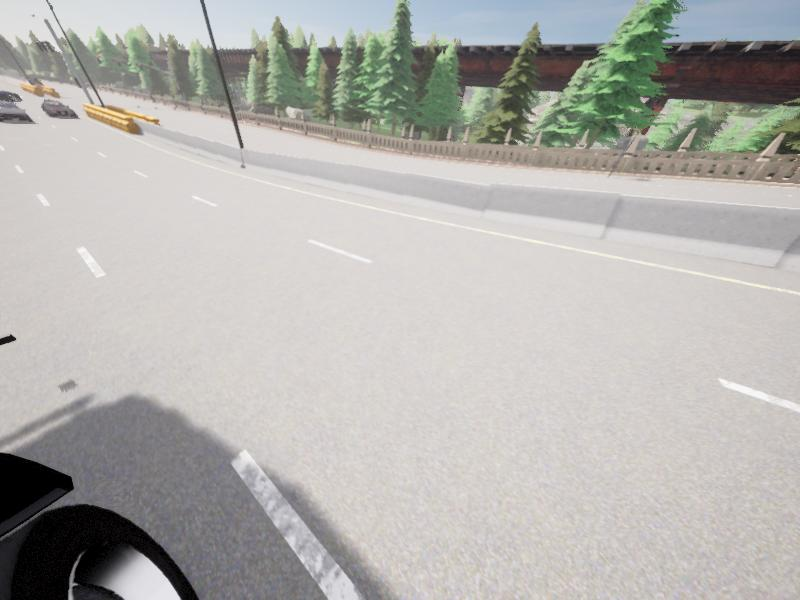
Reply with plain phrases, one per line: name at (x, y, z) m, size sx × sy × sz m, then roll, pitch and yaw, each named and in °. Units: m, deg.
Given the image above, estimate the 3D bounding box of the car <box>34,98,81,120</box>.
car at (-37.155, -20.691, 25.074) m, size 4.181 × 1.385 × 1.994 m, roll 28°, pitch 43°, yaw 24°

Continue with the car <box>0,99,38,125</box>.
car at (-35.448, -17.089, 20.879) m, size 5.357 × 1.411 × 2.033 m, roll 28°, pitch 43°, yaw 24°

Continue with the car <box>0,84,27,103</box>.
car at (-53.021, -26.820, 29.771) m, size 2.097 × 1.767 × 4.553 m, roll 14°, pitch 39°, yaw 9°

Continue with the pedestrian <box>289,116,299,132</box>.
pedestrian at (-16.429, -27.272, 35.818) m, size 0.751 × 1.860 × 0.751 m, roll 28°, pitch 43°, yaw 24°
